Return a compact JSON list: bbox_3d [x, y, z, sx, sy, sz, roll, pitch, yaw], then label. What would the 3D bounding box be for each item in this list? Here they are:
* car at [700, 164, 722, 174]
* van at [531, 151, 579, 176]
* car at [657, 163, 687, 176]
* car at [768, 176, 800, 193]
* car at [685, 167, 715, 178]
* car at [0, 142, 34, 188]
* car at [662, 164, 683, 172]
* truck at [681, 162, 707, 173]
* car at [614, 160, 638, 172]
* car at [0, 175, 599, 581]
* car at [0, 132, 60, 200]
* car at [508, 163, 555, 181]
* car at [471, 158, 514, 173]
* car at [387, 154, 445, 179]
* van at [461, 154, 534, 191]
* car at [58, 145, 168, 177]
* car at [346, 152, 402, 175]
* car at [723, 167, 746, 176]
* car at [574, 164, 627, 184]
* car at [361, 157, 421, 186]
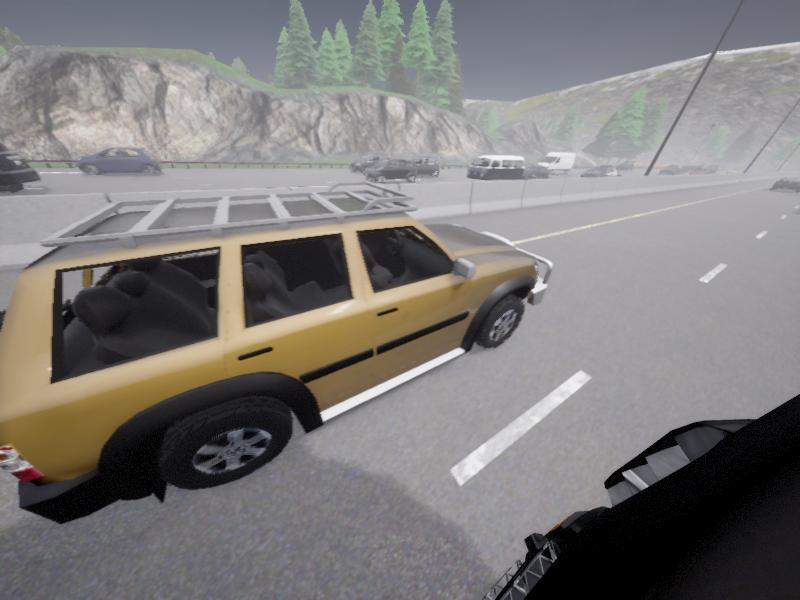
[{"bbox_3d":[74.063,-31.057,54.929,3.866,1.878,1.905,-16,38,-27],"label":"car"},{"bbox_3d":[20.217,-17.764,30.120,5.915,2.561,1.988,-16,38,-27],"label":"van"},{"bbox_3d":[49.833,-23.907,42.343,4.553,1.767,2.097,-16,38,-27],"label":"car"},{"bbox_3d":[42.232,-12.496,24.930,4.718,1.301,1.895,-16,38,-27],"label":"car"},{"bbox_3d":[52.699,-22.367,40.530,4.514,1.525,2.007,-16,38,-27],"label":"car"},{"bbox_3d":[-20.131,-5.538,9.383,5.027,1.651,2.152,-16,38,-27],"label":"car"},{"bbox_3d":[71.251,-34.543,60.385,4.902,1.511,2.128,-16,38,-27],"label":"car"},{"bbox_3d":[74.271,-33.455,58.365,6.274,2.098,2.390,-16,38,-27],"label":"truck"},{"bbox_3d":[46.229,-27.372,47.245,3.866,1.878,1.905,-16,38,-27],"label":"car"},{"bbox_3d":[-0.465,-0.194,2.542,4.605,1.855,1.932,-17,38,-26],"label":"car"},{"bbox_3d":[-16.771,-4.456,7.612,5.566,2.045,2.150,-16,38,-27],"label":"car"},{"bbox_3d":[13.367,-13.028,23.488,4.181,1.385,1.994,-16,38,-26],"label":"car"},{"bbox_3d":[11.743,-17.097,29.401,4.902,1.511,2.128,-16,38,-27],"label":"car"},{"bbox_3d":[1.391,-11.880,20.571,4.611,1.667,2.242,-16,38,-27],"label":"car"},{"bbox_3d":[6.949,-9.174,16.555,4.480,2.038,2.069,-16,38,-27],"label":"van"},{"bbox_3d":[-17.300,-8.576,14.285,3.633,1.501,1.845,-16,38,-27],"label":"car"},{"bbox_3d":[-2.428,-13.000,21.979,4.611,1.667,2.242,-16,38,-27],"label":"car"},{"bbox_3d":[77.070,-29.560,53.187,5.366,1.575,1.801,-16,38,-27],"label":"car"},{"bbox_3d":[20.707,-12.998,23.864,4.974,1.542,2.038,-16,38,-27],"label":"car"},{"bbox_3d":[-0.632,-8.992,16.149,3.705,1.549,1.789,-16,38,-26],"label":"car"}]
